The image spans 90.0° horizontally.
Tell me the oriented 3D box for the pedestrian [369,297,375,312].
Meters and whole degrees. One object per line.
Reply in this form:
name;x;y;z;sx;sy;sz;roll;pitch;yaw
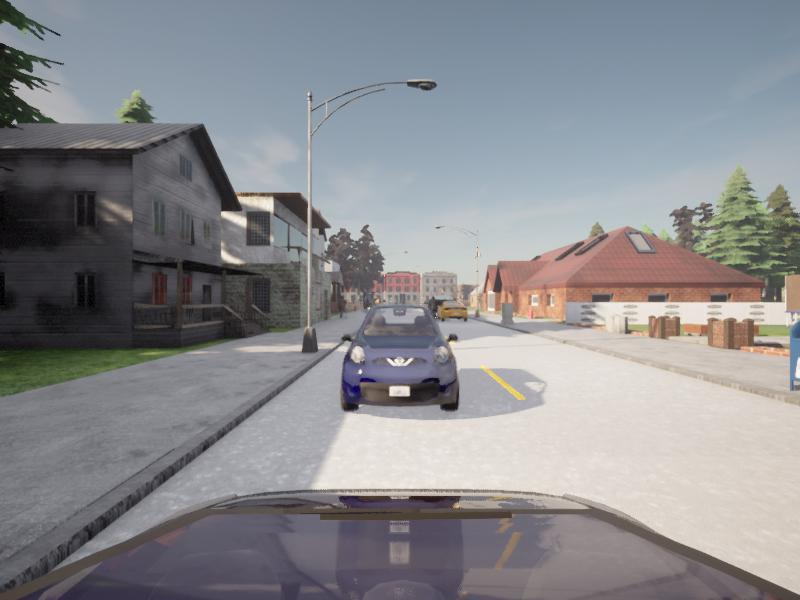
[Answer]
pedestrian;-3.540;0.533;50.788;0.751;1.860;0.751;0;0;5

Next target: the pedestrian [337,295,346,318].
pedestrian;-4.925;0.533;33.819;0.751;1.860;0.751;0;0;-6

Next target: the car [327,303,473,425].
car;-0.005;0.826;6.878;1.845;1.501;3.633;0;0;0

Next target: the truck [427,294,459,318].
truck;3.990;0.542;38.397;2.390;2.098;6.274;0;0;0

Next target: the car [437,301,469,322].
car;3.994;0.823;30.931;1.882;1.535;5.008;0;0;0

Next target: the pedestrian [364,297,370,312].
pedestrian;-4.199;0.533;51.194;0.751;1.860;0.751;0;0;-11

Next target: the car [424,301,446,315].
car;3.980;0.836;46.133;2.128;1.511;4.902;0;0;0

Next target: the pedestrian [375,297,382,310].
pedestrian;-3.192;0.525;59.780;0.751;1.860;0.751;0;0;16
